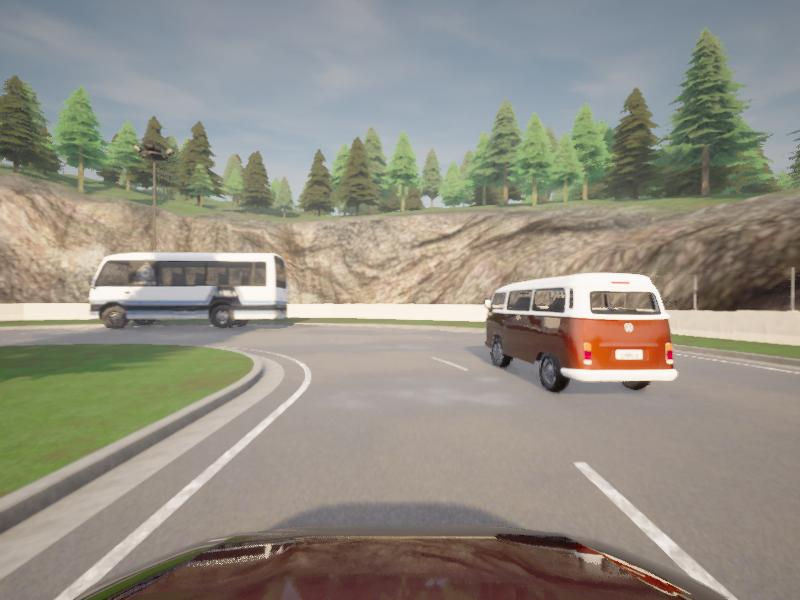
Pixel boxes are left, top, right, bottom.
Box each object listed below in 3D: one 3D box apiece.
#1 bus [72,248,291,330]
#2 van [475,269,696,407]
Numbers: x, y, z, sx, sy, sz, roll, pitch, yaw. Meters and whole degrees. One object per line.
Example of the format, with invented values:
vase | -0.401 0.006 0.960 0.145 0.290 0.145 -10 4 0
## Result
bus | -11.853 -0.529 22.858 10.273 4.253 3.944 0 -1 -3
van | 3.237 0.574 8.231 2.069 2.038 4.480 1 0 -7
